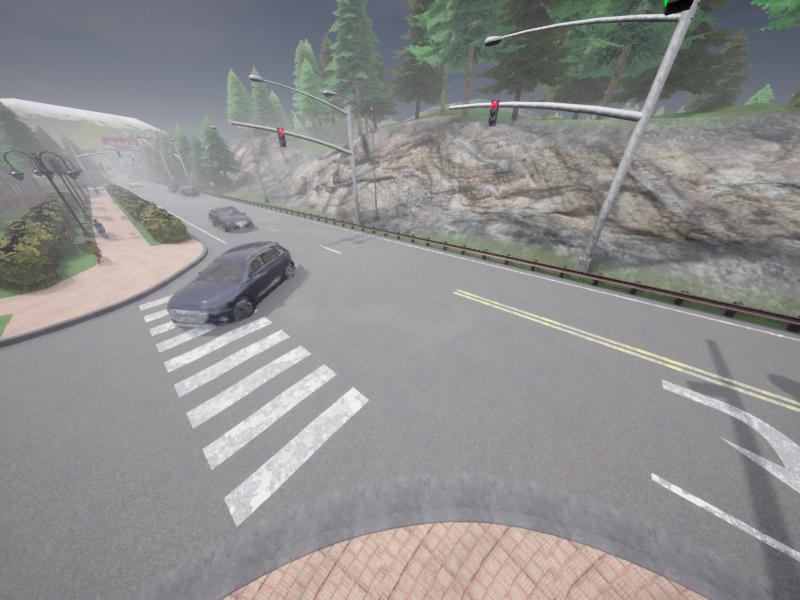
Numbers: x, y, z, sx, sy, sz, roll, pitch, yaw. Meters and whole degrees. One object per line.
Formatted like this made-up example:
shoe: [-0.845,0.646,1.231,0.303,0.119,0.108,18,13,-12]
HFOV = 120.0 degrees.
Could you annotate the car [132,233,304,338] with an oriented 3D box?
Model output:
car: [-5.650,-0.910,8.338,2.033,1.649,4.856,4,30,3]

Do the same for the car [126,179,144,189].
car: [-58.881,-25.740,51.254,5.366,1.575,1.801,23,37,34]

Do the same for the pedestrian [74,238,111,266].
pedestrian: [-14.062,-2.216,10.599,0.500,1.100,0.500,-17,34,-27]

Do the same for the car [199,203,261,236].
car: [-12.944,-6.229,17.492,4.902,1.511,2.128,23,37,34]

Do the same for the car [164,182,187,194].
car: [-40.749,-20.336,41.907,3.988,1.617,1.851,23,37,34]

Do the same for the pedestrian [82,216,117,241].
pedestrian: [-18.445,-4.415,14.208,0.751,1.300,0.751,18,35,29]

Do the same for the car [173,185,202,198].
car: [-34.111,-17.496,37.036,4.792,1.488,2.163,23,37,34]
